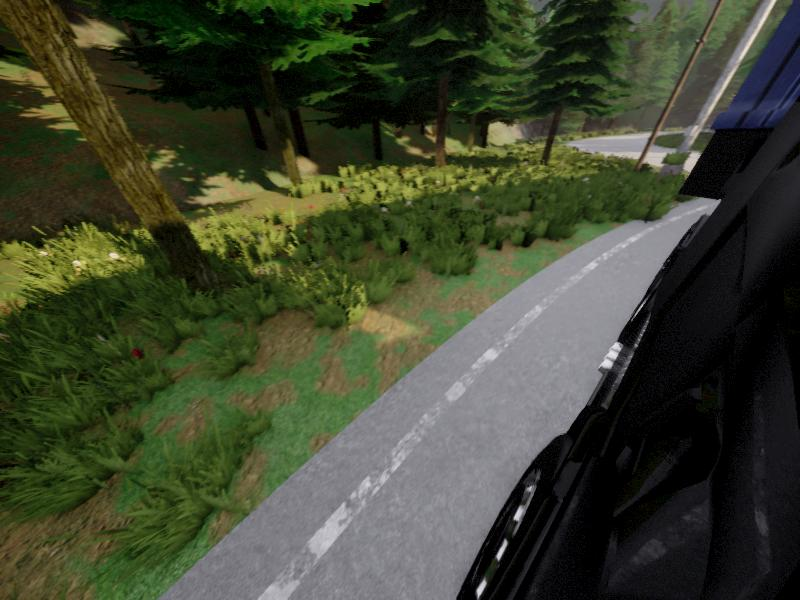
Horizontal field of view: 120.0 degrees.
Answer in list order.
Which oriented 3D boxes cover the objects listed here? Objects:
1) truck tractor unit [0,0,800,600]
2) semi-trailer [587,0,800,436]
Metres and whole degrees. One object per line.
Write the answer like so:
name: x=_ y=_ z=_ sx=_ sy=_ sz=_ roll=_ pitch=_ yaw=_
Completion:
truck tractor unit: x=2.645 y=-0.295 z=0.351 sx=6.516 sy=4.208 sz=3.053 roll=-28 pitch=44 yaw=-30
semi-trailer: x=9.566 y=-2.801 z=3.110 sx=14.254 sy=4.402 sz=2.717 roll=-17 pitch=38 yaw=-18
